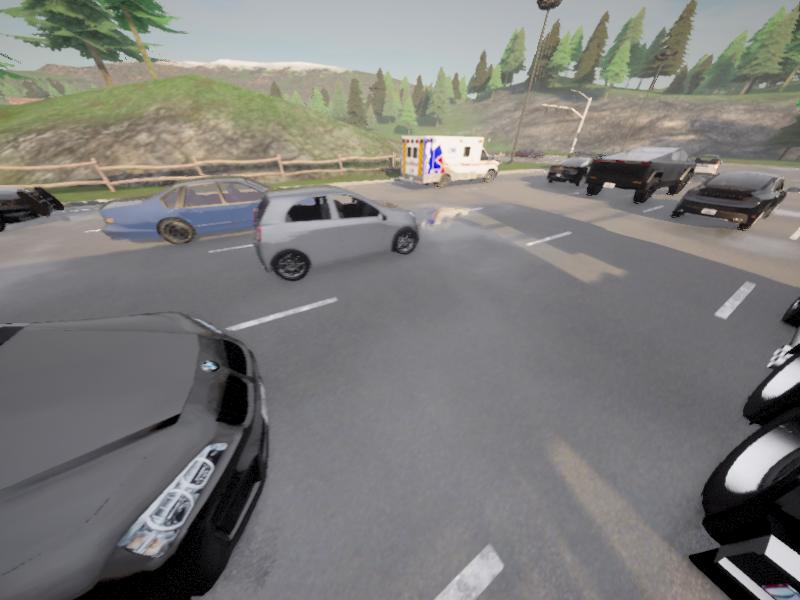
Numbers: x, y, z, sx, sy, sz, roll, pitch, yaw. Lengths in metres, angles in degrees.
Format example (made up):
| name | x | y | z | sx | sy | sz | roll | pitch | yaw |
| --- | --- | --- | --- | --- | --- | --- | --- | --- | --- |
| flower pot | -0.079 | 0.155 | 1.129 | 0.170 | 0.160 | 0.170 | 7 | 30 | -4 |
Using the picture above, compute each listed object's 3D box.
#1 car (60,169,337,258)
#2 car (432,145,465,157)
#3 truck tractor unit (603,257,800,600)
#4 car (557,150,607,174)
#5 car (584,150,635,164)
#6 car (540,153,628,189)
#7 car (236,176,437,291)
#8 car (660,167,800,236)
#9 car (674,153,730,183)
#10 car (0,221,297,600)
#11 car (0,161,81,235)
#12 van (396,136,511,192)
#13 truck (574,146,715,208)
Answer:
| name | x | y | z | sx | sy | sz | roll | pitch | yaw |
| --- | --- | --- | --- | --- | --- | --- | --- | --- | --- |
| car | -4.904 | -2.819 | 6.795 | 5.357 | 1.411 | 2.033 | -18 | 39 | -25 |
| car | 8.272 | -25.540 | 39.506 | 5.008 | 1.535 | 1.882 | 23 | 41 | 29 |
| truck tractor unit | 5.110 | -0.296 | 0.812 | 6.516 | 4.208 | 3.053 | -18 | 39 | -25 |
| car | 16.205 | -12.323 | 20.558 | 3.988 | 1.617 | 1.851 | -23 | 41 | -30 |
| car | 27.856 | -19.256 | 30.956 | 1.895 | 1.301 | 4.718 | -12 | 37 | -18 |
| car | 11.661 | -8.284 | 14.661 | 5.238 | 1.638 | 1.930 | -18 | 39 | -25 |
| car | -1.273 | -1.743 | 5.177 | 3.633 | 1.501 | 1.845 | -18 | 39 | -25 |
| car | 11.839 | -3.664 | 8.151 | 4.892 | 1.490 | 1.837 | -18 | 39 | -25 |
| car | 22.424 | -9.943 | 17.225 | 3.988 | 1.617 | 1.851 | -27 | 44 | -34 |
| car | -3.225 | 1.141 | 0.882 | 4.611 | 1.667 | 2.242 | -18 | 39 | -25 |
| car | -13.235 | -2.532 | 6.052 | 5.238 | 1.638 | 1.930 | -18 | 39 | -24 |
| van | 3.137 | -8.153 | 13.668 | 6.366 | 2.431 | 2.351 | -18 | 39 | -25 |
| truck | 12.006 | -6.272 | 11.376 | 6.274 | 2.098 | 2.390 | -18 | 39 | -24 |
